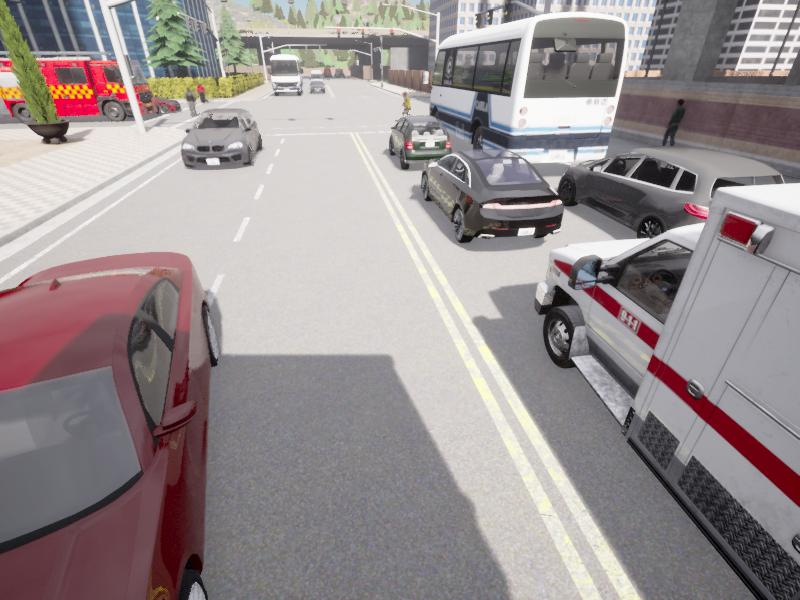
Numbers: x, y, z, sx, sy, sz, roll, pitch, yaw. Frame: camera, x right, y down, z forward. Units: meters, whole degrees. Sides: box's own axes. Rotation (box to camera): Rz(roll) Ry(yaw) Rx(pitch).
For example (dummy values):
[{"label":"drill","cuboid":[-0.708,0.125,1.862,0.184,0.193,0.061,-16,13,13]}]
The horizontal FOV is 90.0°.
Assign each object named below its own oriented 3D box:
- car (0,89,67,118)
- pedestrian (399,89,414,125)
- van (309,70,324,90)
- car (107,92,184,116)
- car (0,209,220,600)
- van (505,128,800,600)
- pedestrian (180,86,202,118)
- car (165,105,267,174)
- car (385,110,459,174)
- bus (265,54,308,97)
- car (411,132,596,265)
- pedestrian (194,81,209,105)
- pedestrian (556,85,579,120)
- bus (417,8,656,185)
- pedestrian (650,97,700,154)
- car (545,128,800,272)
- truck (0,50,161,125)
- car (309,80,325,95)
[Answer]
[{"label":"car","cuboid":[-26.826,-13.588,27.694,5.238,1.638,1.930,-5,31,-9]},{"label":"pedestrian","cuboid":[0.361,-11.421,23.688,0.751,1.860,0.751,-6,31,-10]},{"label":"van","cuboid":[-12.993,-34.418,62.468,1.988,2.561,5.915,-5,30,-9]},{"label":"car","cuboid":[-18.465,-14.370,29.296,4.181,1.385,1.994,-7,31,-12]},{"label":"car","cuboid":[-2.532,0.892,2.982,1.882,1.535,5.008,-11,32,-18]},{"label":"van","cuboid":[3.128,0.796,2.247,2.351,2.431,6.366,-5,31,-9]},{"label":"pedestrian","cuboid":[-14.097,-13.372,27.045,0.751,1.860,0.751,-5,31,-9]},{"label":"car","cuboid":[-6.511,-6.111,14.837,2.242,1.667,4.611,-5,31,-8]},{"label":"car","cuboid":[0.643,-5.788,14.392,1.789,1.549,3.705,-5,31,-9]},{"label":"bus","cuboid":[-13.850,-27.978,49.737,3.944,4.253,10.273,-5,31,-9]},{"label":"car","cuboid":[1.780,-2.581,8.940,2.128,1.511,4.902,-5,31,-9]},{"label":"pedestrian","cuboid":[-18.155,-18.935,36.577,0.751,1.860,0.751,-9,31,-15]},{"label":"pedestrian","cuboid":[10.206,-12.025,24.411,0.751,1.860,0.751,-2,30,-3]},{"label":"bus","cuboid":[3.724,-7.941,15.399,3.944,4.253,10.273,-5,31,-9]},{"label":"pedestrian","cuboid":[10.290,-6.559,15.047,0.751,1.860,0.751,-5,31,-8]},{"label":"car","cuboid":[5.414,-2.438,8.534,2.242,1.667,4.611,-5,31,-9]},{"label":"truck","cuboid":[-20.564,-13.299,25.028,8.468,3.827,2.891,-5,31,-8]},{"label":"car","cuboid":[-10.699,-27.574,51.827,1.812,1.442,4.674,-5,31,-9]}]
